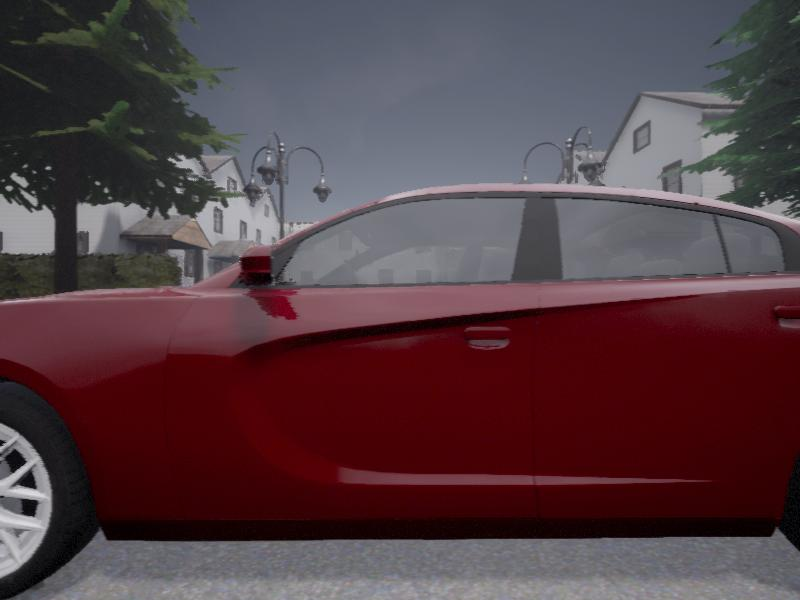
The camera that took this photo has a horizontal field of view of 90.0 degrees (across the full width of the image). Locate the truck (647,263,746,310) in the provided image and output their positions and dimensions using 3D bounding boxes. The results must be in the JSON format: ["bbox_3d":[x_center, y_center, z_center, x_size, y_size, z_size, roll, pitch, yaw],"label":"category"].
[{"bbox_3d":[26.873,-1.080,36.951,2.891,3.827,8.468,0,0,0],"label":"truck"}]

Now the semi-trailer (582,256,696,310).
[{"bbox_3d":[22.857,-1.380,39.955,2.717,4.402,14.254,0,0,-1],"label":"semi-trailer"}]

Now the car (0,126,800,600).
[{"bbox_3d":[0.234,0.222,2.198,5.008,1.535,1.882,0,0,0],"label":"car"}]

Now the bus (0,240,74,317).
[{"bbox_3d":[-23.871,-1.179,21.748,3.944,4.253,10.273,0,0,0],"label":"bus"}]
